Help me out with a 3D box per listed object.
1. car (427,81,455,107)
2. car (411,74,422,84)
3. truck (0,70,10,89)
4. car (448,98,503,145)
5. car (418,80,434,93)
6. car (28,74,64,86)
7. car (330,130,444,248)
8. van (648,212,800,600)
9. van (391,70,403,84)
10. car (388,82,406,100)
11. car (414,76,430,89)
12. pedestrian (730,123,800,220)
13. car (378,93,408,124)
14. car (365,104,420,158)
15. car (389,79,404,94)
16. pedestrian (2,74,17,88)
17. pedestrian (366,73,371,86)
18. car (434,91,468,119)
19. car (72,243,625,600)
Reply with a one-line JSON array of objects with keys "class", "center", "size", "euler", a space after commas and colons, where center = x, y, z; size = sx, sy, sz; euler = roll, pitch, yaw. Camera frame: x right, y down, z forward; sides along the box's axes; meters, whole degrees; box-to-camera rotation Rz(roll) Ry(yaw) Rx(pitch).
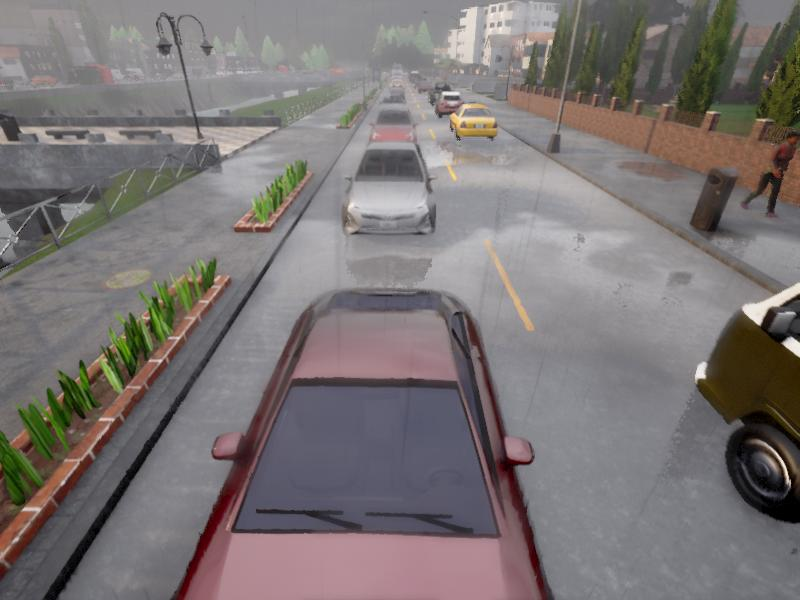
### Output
[{"class": "car", "center": [3.632, -18.649, 36.072], "size": [1.932, 1.855, 4.605], "euler": [0, 30, -1]}, {"class": "car", "center": [3.415, -46.156, 83.498], "size": [2.242, 1.667, 4.611], "euler": [0, 30, 0]}, {"class": "truck", "center": [-62.197, -32.829, 59.636], "size": [2.627, 2.467, 5.204], "euler": [0, 30, 0]}, {"class": "car", "center": [3.534, -8.912, 19.704], "size": [1.801, 1.575, 5.366], "euler": [1, 30, 1]}, {"class": "car", "center": [3.430, -28.512, 53.462], "size": [1.994, 1.385, 4.181], "euler": [0, 30, 0]}, {"class": "car", "center": [-62.239, -38.750, 70.457], "size": [2.097, 1.767, 4.553], "euler": [0, 30, 0]}, {"class": "car", "center": [-0.196, -2.816, 9.319], "size": [2.007, 1.525, 4.514], "euler": [0, 30, 1]}, {"class": "van", "center": [3.588, 1.334, 1.718], "size": [2.069, 2.038, 4.480], "euler": [1, 31, 1]}, {"class": "van", "center": [-0.574, -44.791, 80.260], "size": [2.351, 2.431, 6.366], "euler": [0, 30, 0]}, {"class": "car", "center": [-0.310, -22.482, 42.977], "size": [1.845, 1.501, 3.633], "euler": [1, 30, 1]}, {"class": "car", "center": [3.461, -34.756, 63.964], "size": [2.242, 1.667, 4.611], "euler": [0, 30, 0]}, {"class": "pedestrian", "center": [8.164, -2.761, 8.655], "size": [0.751, 1.860, 0.751], "euler": [2, 30, 3]}, {"class": "car", "center": [-0.461, -12.424, 25.815], "size": [1.816, 1.474, 4.193], "euler": [-1, 30, -1]}, {"class": "car", "center": [-0.230, -7.288, 16.974], "size": [2.007, 1.525, 4.514], "euler": [0, 30, 1]}, {"class": "car", "center": [-0.386, -28.531, 53.322], "size": [1.882, 1.535, 5.008], "euler": [0, 31, 1]}, {"class": "pedestrian", "center": [-58.253, -32.673, 59.736], "size": [0.751, 1.860, 0.751], "euler": [-8, 31, -13]}, {"class": "pedestrian", "center": [-5.552, -38.522, 69.839], "size": [0.751, 1.860, 0.751], "euler": [-5, 31, -9]}, {"class": "car", "center": [3.511, -13.773, 28.128], "size": [1.970, 1.475, 3.806], "euler": [1, 30, 1]}, {"class": "car", "center": [-0.161, 1.025, 2.932], "size": [1.994, 1.385, 4.181], "euler": [1, 30, 1]}]
